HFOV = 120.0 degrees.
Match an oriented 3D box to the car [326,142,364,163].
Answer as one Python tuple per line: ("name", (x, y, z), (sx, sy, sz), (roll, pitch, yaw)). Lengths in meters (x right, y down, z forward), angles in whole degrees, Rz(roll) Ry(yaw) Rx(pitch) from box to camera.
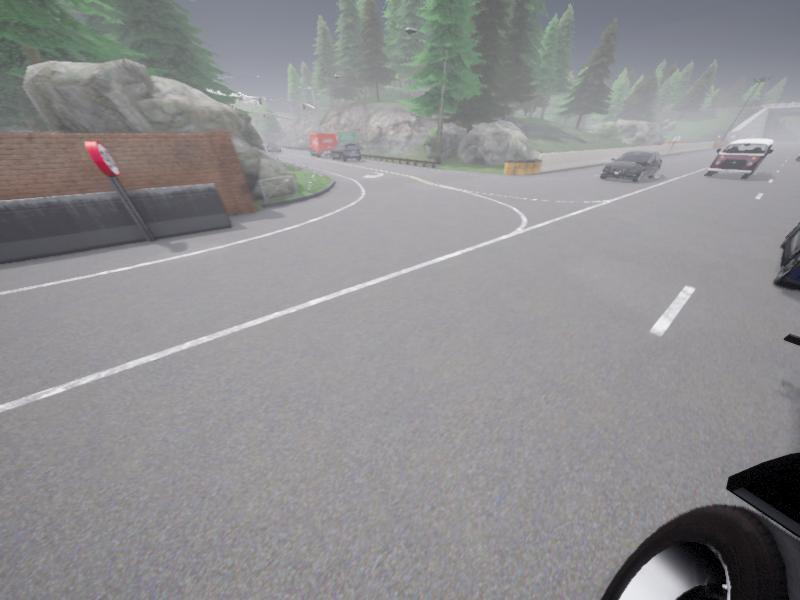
("car", (-5.877, -15.691, 24.436), (2.033, 1.649, 4.856), (-22, 40, -27))

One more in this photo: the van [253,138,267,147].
("van", (-38.282, -42.991, 63.055), (2.069, 2.038, 4.480), (-22, 40, -27))

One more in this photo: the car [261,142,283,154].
("car", (-20.444, -24.263, 36.824), (2.038, 1.542, 4.974), (-22, 40, -27))

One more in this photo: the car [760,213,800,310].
("car", (8.649, -1.039, 3.885), (4.856, 1.649, 2.033), (-22, 41, -28))

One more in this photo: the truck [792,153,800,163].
("truck", (40.555, -14.404, 21.802), (5.204, 2.467, 2.627), (-22, 41, -28))

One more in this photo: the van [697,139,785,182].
("van", (21.326, -8.847, 14.475), (4.480, 2.038, 2.069), (-22, 41, -28))

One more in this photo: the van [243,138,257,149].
("van", (-35.804, -37.331, 55.053), (1.775, 1.987, 4.442), (-22, 40, -27))

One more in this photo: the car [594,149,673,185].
("car", (14.311, -8.228, 14.137), (4.892, 1.490, 1.837), (-22, 41, -28))

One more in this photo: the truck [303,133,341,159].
("truck", (-9.837, -19.354, 28.932), (2.627, 2.467, 5.204), (-21, 40, -27))

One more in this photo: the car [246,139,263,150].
("car", (-31.448, -33.640, 49.882), (1.932, 1.855, 4.605), (-22, 40, -27))
